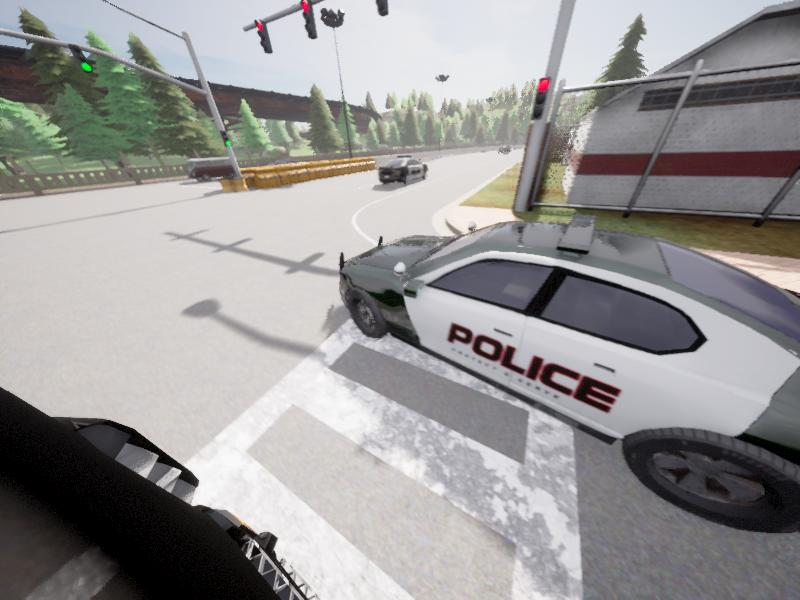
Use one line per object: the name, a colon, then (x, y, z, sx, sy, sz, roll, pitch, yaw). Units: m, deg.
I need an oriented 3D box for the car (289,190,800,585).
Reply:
car: (1.257, -0.112, 2.629, 4.974, 1.542, 2.038, 21, 40, 32)

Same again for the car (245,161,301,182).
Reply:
car: (-11.962, -12.310, 22.073, 1.994, 1.385, 4.181, 15, 38, 25)

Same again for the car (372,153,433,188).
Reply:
car: (0.396, -9.296, 16.392, 1.930, 1.638, 5.238, 15, 38, 25)

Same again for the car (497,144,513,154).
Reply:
car: (22.764, -32.701, 50.029, 2.128, 1.511, 4.902, 16, 38, 26)

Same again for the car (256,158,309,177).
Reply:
car: (-13.200, -15.133, 26.277, 2.128, 1.511, 4.902, 15, 38, 25)

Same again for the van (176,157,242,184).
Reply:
van: (-19.062, -13.216, 23.397, 1.775, 1.987, 4.442, 15, 38, 25)
